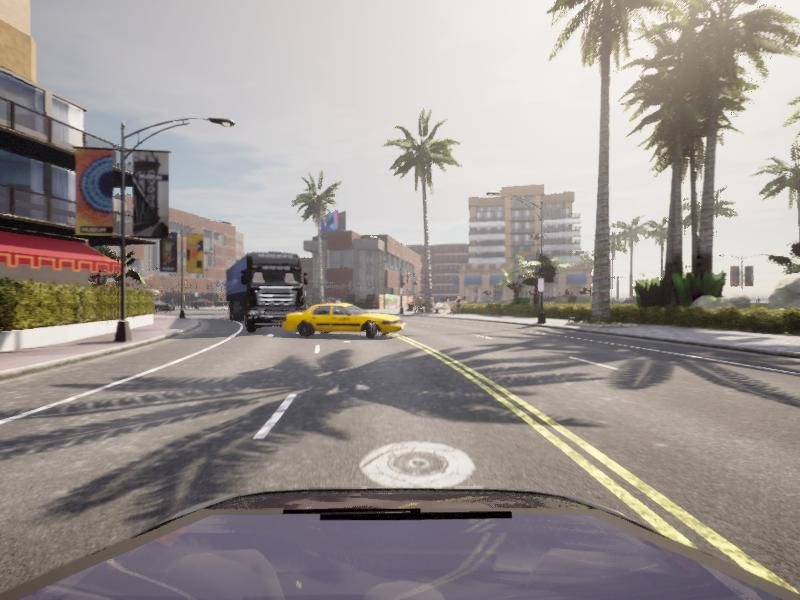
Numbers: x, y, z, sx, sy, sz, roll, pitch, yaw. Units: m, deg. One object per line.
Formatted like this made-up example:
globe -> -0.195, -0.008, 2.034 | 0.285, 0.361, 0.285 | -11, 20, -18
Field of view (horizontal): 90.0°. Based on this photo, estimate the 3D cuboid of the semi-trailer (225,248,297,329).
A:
semi-trailer -> -10.468, -0.619, 28.611 | 2.717, 4.402, 14.254 | 0, 0, -28

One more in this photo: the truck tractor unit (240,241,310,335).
truck tractor unit -> -6.937, -0.518, 21.534 | 3.053, 4.208, 6.516 | 0, 0, -22

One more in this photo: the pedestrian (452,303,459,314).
pedestrian -> 5.554, 0.863, 40.031 | 0.500, 1.100, 0.500 | 0, 0, -18

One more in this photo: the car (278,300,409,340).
car -> -2.463, 0.808, 17.393 | 5.366, 1.575, 1.801 | 0, 0, 17

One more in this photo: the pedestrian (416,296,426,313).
pedestrian -> 2.326, 0.483, 44.152 | 0.751, 1.860, 0.751 | 0, 0, -44

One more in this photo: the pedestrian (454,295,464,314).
pedestrian -> 5.807, 0.483, 39.474 | 0.751, 1.860, 0.751 | 0, 0, -8

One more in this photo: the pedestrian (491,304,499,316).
pedestrian -> 8.210, 0.863, 34.671 | 0.500, 1.100, 0.500 | 0, 0, -23
